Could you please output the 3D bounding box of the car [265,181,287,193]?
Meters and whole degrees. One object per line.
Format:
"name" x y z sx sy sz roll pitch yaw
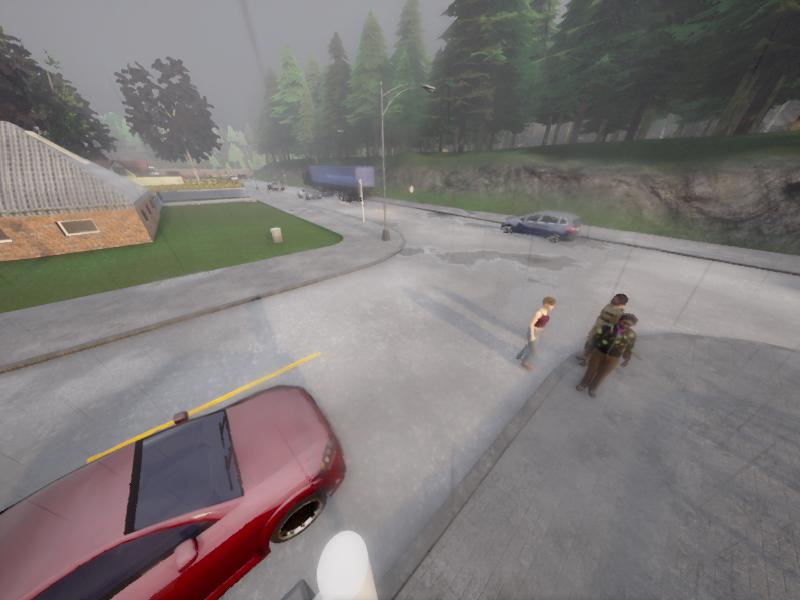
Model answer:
"car" -23.590 -21.460 43.760 2.152 1.651 5.027 -23 37 -34

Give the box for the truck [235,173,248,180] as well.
"truck" -58.378 -45.523 84.959 2.390 2.098 6.274 -23 37 -34

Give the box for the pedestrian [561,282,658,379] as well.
"pedestrian" 4.288 0.653 4.929 0.751 1.860 0.751 9 31 16

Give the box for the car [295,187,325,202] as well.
"car" -12.765 -14.945 32.571 2.038 1.542 4.974 -23 37 -34

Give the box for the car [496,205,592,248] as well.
"car" 9.207 -5.015 15.227 2.242 1.667 4.611 -23 37 -34

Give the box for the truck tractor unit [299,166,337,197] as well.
"truck tractor unit" -13.569 -19.709 38.122 3.053 4.208 6.516 -23 37 -34

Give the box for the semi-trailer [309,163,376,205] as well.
"semi-trailer" -8.583 -16.719 32.752 2.717 4.402 14.254 -22 36 -33

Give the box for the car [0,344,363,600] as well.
"car" -2.801 2.436 2.625 4.181 1.385 1.994 -23 37 -34

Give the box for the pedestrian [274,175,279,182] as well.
"pedestrian" -36.604 -35.933 68.316 0.751 1.860 0.751 -18 34 -28

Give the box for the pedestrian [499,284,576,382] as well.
"pedestrian" 2.917 0.721 5.054 0.751 1.860 0.751 -20 35 -30

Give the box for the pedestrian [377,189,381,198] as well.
"pedestrian" -3.110 -15.712 34.070 0.500 1.100 0.500 -14 33 -22

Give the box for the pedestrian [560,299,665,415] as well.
"pedestrian" 3.798 1.044 4.252 0.751 1.860 0.751 -25 39 -37
